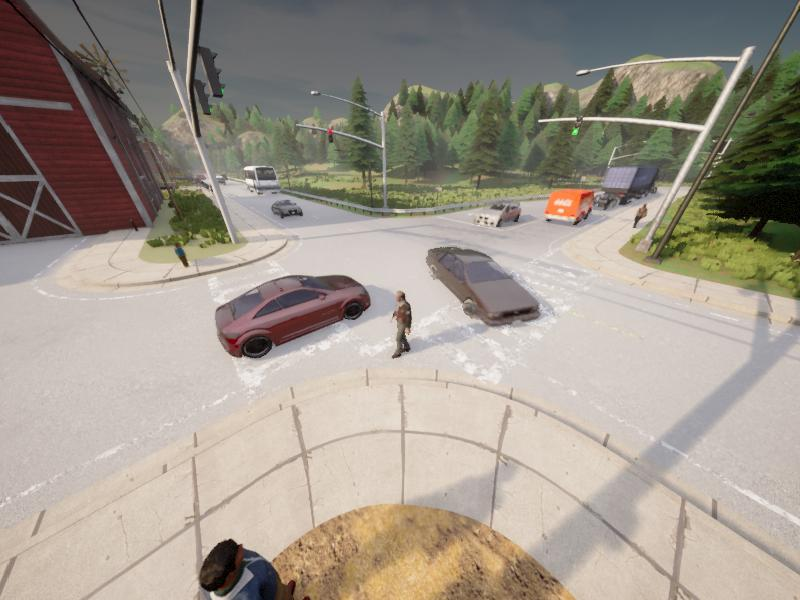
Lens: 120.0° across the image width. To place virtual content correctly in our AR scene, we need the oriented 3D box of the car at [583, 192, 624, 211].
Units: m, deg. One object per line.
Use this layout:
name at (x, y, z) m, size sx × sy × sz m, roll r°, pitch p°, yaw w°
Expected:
car at (23.275, -11.336, 26.417) m, size 4.902 × 1.511 × 2.128 m, roll -22°, pitch 37°, yaw -33°

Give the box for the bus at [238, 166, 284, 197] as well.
bus at (-24.512, -20.990, 40.454) m, size 3.944 × 4.253 × 10.273 m, roll -22°, pitch 37°, yaw -33°

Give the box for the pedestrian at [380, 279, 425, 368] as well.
pedestrian at (0.043, 0.560, 5.434) m, size 0.751 × 1.860 × 0.751 m, roll -10°, pitch 32°, yaw -18°

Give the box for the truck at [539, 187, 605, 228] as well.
truck at (14.725, -8.041, 19.760) m, size 5.204 × 2.467 × 2.627 m, roll -23°, pitch 37°, yaw -34°

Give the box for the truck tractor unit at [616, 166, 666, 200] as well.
truck tractor unit at (36.828, -18.038, 35.360) m, size 6.516 × 4.208 × 3.053 m, roll -22°, pitch 36°, yaw -33°

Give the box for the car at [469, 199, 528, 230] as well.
car at (8.139, -7.183, 19.064) m, size 4.611 × 1.667 × 2.242 m, roll -23°, pitch 37°, yaw -34°

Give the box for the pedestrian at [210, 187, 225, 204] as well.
pedestrian at (-22.537, -12.924, 28.520) m, size 0.751 × 1.860 × 0.751 m, roll -26°, pitch 39°, yaw -37°

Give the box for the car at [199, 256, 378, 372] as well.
car at (-2.994, 0.044, 6.856) m, size 4.181 × 1.385 × 1.994 m, roll -22°, pitch 37°, yaw -34°

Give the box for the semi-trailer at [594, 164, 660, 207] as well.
semi-trailer at (30.711, -15.629, 30.943) m, size 14.254 × 4.402 × 2.717 m, roll -22°, pitch 37°, yaw -34°

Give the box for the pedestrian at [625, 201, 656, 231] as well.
pedestrian at (17.183, -6.025, 16.518) m, size 0.751 × 1.860 × 0.751 m, roll -18°, pitch 34°, yaw -28°

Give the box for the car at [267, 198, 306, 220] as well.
car at (-11.084, -8.948, 22.479) m, size 1.994 × 1.385 × 4.181 m, roll -22°, pitch 37°, yaw -33°

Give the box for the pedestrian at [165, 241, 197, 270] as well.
pedestrian at (-9.681, -1.971, 10.255) m, size 0.500 × 1.100 × 0.500 m, roll 9°, pitch 31°, yaw 15°

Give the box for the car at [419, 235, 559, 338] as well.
car at (2.610, -0.972, 8.609) m, size 2.033 × 1.411 × 5.357 m, roll -8°, pitch 31°, yaw -13°
